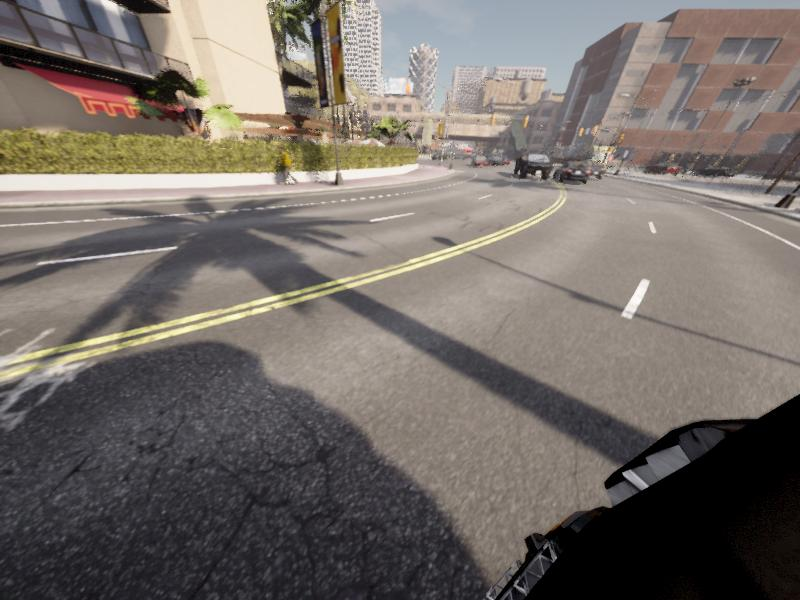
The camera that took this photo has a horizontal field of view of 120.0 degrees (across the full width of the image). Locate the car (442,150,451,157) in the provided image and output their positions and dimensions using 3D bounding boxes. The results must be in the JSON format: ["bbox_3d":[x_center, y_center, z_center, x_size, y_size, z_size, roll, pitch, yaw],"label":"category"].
[{"bbox_3d":[14.462,-45.306,71.509,2.185,1.767,4.553,6,34,4],"label":"car"}]

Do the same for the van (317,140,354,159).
[{"bbox_3d":[-11.770,-27.560,42.293,5.915,2.561,1.988,5,34,4],"label":"van"}]

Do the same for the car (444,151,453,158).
[{"bbox_3d":[13.819,-41.682,66.239,2.097,1.535,5.008,6,34,4],"label":"car"}]

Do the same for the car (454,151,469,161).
[{"bbox_3d":[14.383,-33.677,54.001,2.097,1.767,4.553,17,36,20],"label":"car"}]

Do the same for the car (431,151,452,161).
[{"bbox_3d":[8.717,-30.336,48.748,3.988,1.617,1.851,-15,38,-25],"label":"car"}]

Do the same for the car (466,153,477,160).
[{"bbox_3d":[20.077,-40.607,65.174,2.033,1.411,5.357,6,34,5],"label":"car"}]

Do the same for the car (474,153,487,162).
[{"bbox_3d":[18.228,-32.310,52.421,1.789,1.549,3.705,6,34,5],"label":"car"}]

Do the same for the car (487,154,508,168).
[{"bbox_3d":[16.254,-23.432,38.854,1.930,1.638,5.238,6,34,5],"label":"car"}]

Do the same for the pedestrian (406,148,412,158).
[{"bbox_3d":[1.987,-32.761,51.377,0.751,1.860,0.751,29,42,33],"label":"pedestrian"}]

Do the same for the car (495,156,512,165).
[{"bbox_3d":[20.954,-28.561,47.146,1.994,1.385,4.181,6,34,5],"label":"car"}]

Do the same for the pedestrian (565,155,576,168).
[{"bbox_3d":[31.026,-25.269,42.133,0.751,1.860,0.751,0,34,-4],"label":"pedestrian"}]

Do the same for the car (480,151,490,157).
[{"bbox_3d":[34.607,-59.796,94.491,2.435,2.045,5.566,6,34,4],"label":"car"}]

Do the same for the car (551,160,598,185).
[{"bbox_3d":[16.310,-12.209,21.949,2.242,1.667,4.611,13,35,15],"label":"car"}]

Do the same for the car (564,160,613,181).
[{"bbox_3d":[21.053,-14.776,26.183,2.152,1.651,5.027,8,34,8],"label":"car"}]

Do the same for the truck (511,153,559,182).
[{"bbox_3d":[13.300,-13.526,23.329,2.390,2.098,6.274,10,34,10],"label":"truck"}]

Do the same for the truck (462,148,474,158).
[{"bbox_3d":[21.107,-45.596,71.790,2.627,2.467,5.204,6,34,5],"label":"truck"}]

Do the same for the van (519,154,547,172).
[{"bbox_3d":[18.798,-19.573,32.914,1.775,1.987,4.442,6,34,6],"label":"van"}]

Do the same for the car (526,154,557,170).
[{"bbox_3d":[23.173,-22.874,38.128,2.150,2.045,5.566,6,33,5],"label":"car"}]

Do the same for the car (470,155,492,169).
[{"bbox_3d":[12.218,-21.179,35.328,2.163,1.488,4.792,6,34,5],"label":"car"}]

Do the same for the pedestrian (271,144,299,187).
[{"bbox_3d":[-5.949,-6.971,12.018,0.751,1.860,0.751,-20,40,-30],"label":"pedestrian"}]
